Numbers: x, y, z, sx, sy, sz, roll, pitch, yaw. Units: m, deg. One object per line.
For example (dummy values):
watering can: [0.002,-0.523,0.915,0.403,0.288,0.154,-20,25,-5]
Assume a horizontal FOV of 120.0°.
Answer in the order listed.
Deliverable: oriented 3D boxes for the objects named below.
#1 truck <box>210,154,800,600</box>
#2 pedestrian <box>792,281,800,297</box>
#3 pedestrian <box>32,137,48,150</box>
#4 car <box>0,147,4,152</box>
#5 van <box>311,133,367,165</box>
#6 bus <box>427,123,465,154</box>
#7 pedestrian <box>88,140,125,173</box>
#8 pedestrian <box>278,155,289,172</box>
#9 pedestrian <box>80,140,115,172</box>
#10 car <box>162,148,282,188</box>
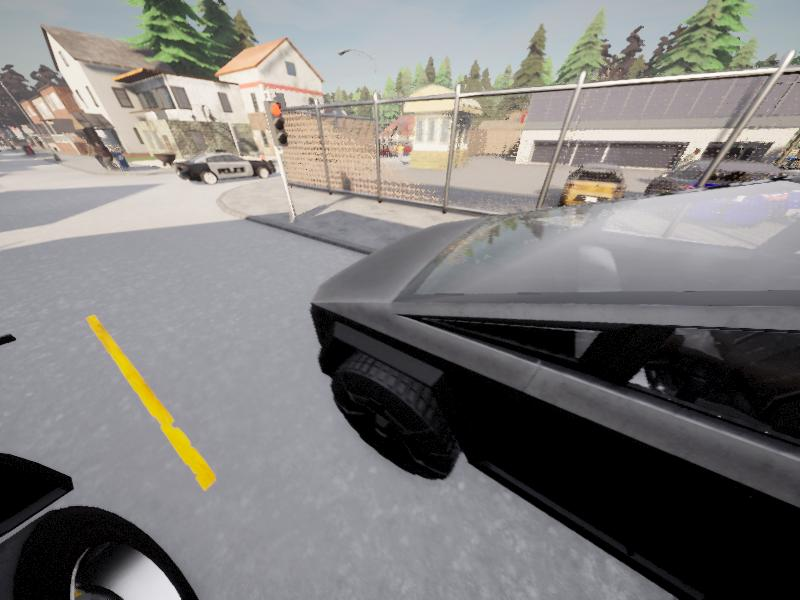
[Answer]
truck: [2.318,0.641,1.209,6.274,2.098,2.390,21,40,26]
pedestrian: [6.928,-0.672,3.101,0.751,1.860,0.751,29,44,35]
pedestrian: [-63.664,-27.644,40.853,0.751,1.860,0.751,20,40,26]
car: [-68.244,-25.458,38.212,4.974,1.542,2.038,20,40,26]
van: [-6.303,-16.414,25.015,1.988,2.561,5.915,21,40,27]
bus: [8.240,-30.266,43.358,3.944,4.253,10.273,-4,35,-5]
pedestrian: [-20.373,-9.979,16.087,0.751,1.860,0.751,-23,42,-30]
pedestrian: [-9.103,-10.724,18.104,0.500,1.100,0.500,-13,37,-19]
pedestrian: [-21.776,-10.393,16.664,0.751,1.860,0.751,25,42,31]
car: [-10.411,-8.206,14.081,1.930,1.638,5.238,24,41,30]
